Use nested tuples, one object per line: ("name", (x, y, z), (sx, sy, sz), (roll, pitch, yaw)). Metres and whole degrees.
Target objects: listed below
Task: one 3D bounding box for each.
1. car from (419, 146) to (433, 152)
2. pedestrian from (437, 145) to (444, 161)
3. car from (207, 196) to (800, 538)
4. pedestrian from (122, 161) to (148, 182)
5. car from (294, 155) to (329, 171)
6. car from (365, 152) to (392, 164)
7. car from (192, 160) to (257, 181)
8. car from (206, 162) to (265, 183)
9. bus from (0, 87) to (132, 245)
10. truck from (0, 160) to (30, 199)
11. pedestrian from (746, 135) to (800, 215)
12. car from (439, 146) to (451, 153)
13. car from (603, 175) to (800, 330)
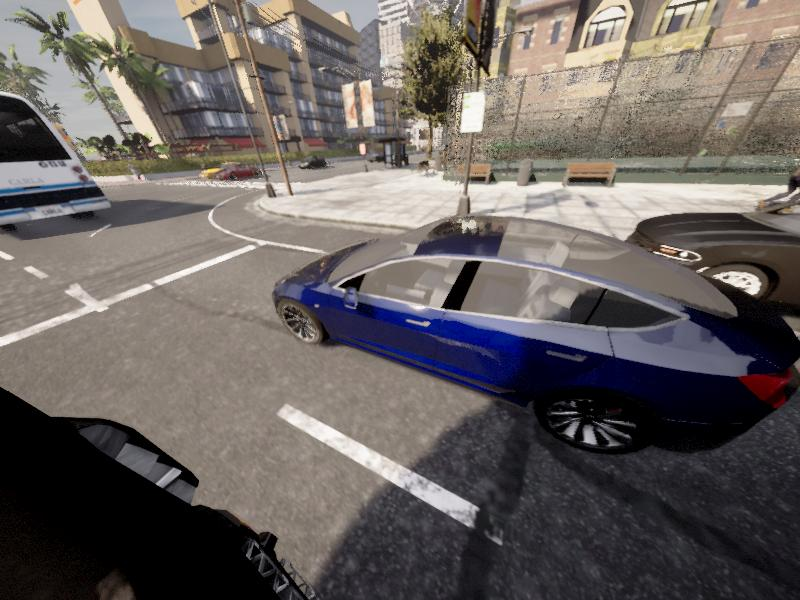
("car", (10.280, -60.686, 92.779), (5.366, 1.575, 1.801), (15, 38, 25))
("pedestrian", (5.615, -20.334, 32.007), (0.751, 1.860, 0.751), (14, 37, 24))
("car", (0.571, -0.156, 2.786), (4.792, 1.488, 2.163), (13, 37, 23))
("pedestrian", (-27.729, -13.467, 24.220), (0.751, 1.860, 0.751), (2, 34, 7))
("car", (-11.702, -18.362, 30.901), (1.851, 1.617, 3.988), (13, 37, 22))
("car", (-3.474, -23.644, 38.395), (2.033, 1.411, 5.357), (13, 37, 22))
("car", (-18.942, -14.255, 25.311), (1.801, 1.575, 5.366), (14, 37, 23))
("car", (-16.308, -12.806, 23.130), (1.994, 1.385, 4.181), (14, 37, 23))
("bus", (-17.483, -5.462, 9.605), (10.273, 4.253, 3.944), (13, 37, 23))
("truck", (-36.428, -10.216, 18.544), (8.468, 3.827, 2.891), (5, 35, 12))
("pedestrian", (10.687, -3.334, 6.128), (0.751, 1.860, 0.751), (18, 39, 28))
("car", (13.082, -43.697, 67.012), (2.033, 1.649, 4.856), (13, 37, 22))
("car", (6.304, -0.622, 3.001), (5.008, 1.535, 2.097), (13, 37, 22))
